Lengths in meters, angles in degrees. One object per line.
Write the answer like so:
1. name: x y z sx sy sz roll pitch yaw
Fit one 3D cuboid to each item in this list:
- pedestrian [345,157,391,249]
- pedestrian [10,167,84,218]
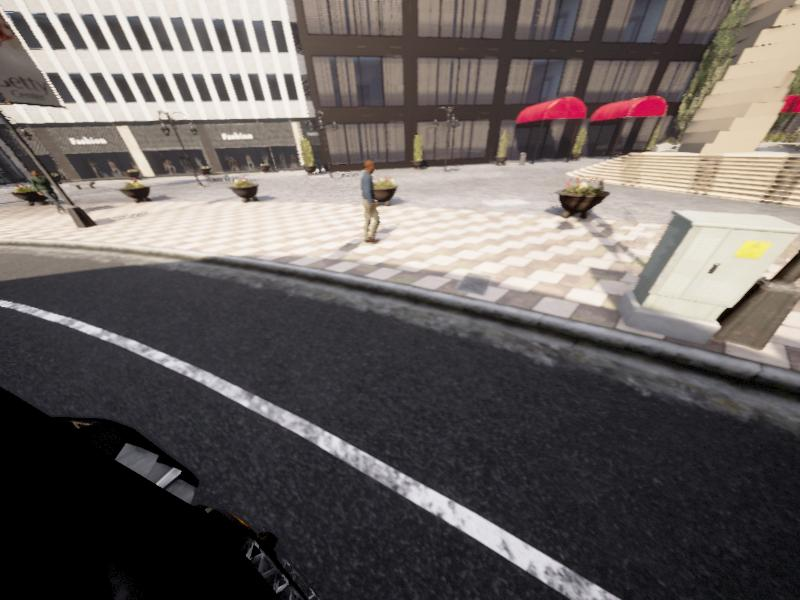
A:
1. pedestrian: -0.717 -2.260 5.443 0.751 1.860 0.751 -11 34 -13
2. pedestrian: -14.971 -4.587 9.863 0.751 1.860 0.751 8 35 15
